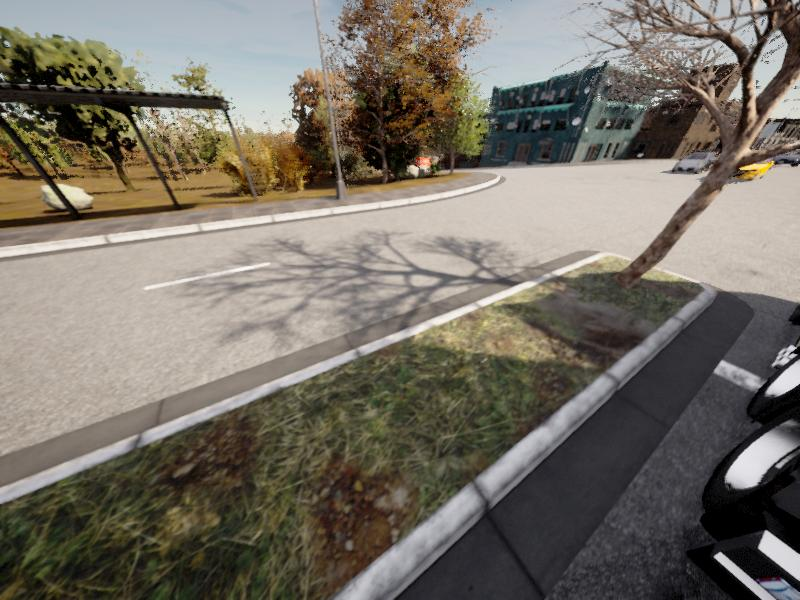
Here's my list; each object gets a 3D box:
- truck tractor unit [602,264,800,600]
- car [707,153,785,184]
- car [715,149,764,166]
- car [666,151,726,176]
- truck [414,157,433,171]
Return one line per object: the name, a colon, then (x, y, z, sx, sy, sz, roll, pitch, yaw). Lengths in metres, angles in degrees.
truck tractor unit: (5.112, -0.300, 0.786, 6.516, 4.208, 3.053, -18, 39, -24)
car: (24.423, -9.397, 16.324, 5.008, 1.535, 1.882, -19, 38, -24)
car: (36.725, -15.446, 24.971, 4.181, 1.385, 1.994, -18, 39, -25)
car: (24.704, -11.460, 19.312, 3.633, 1.501, 1.845, -19, 38, -24)
truck: (4.990, -29.594, 50.421, 2.627, 2.467, 5.204, -7, 30, -10)
